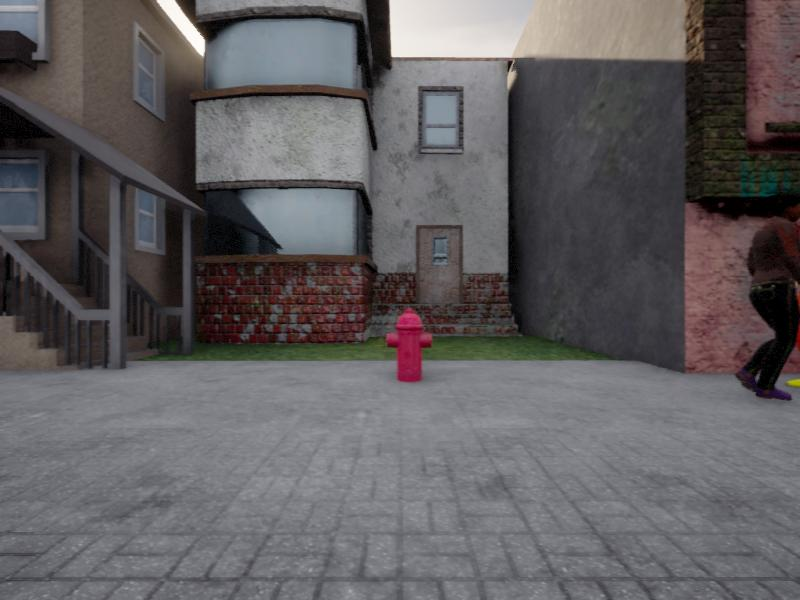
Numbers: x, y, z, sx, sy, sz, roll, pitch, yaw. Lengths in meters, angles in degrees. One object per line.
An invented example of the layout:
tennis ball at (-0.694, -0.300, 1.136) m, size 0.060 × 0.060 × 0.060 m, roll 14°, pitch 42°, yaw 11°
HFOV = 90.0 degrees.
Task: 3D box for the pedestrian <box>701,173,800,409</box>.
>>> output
pedestrian at (3.259, -0.069, 3.506) m, size 0.751 × 1.860 × 0.751 m, roll 0°, pitch 0°, yaw 12°

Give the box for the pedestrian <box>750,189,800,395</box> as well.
pedestrian at (4.022, -0.070, 3.809) m, size 0.751 × 1.860 × 0.751 m, roll 0°, pitch 0°, yaw 8°
